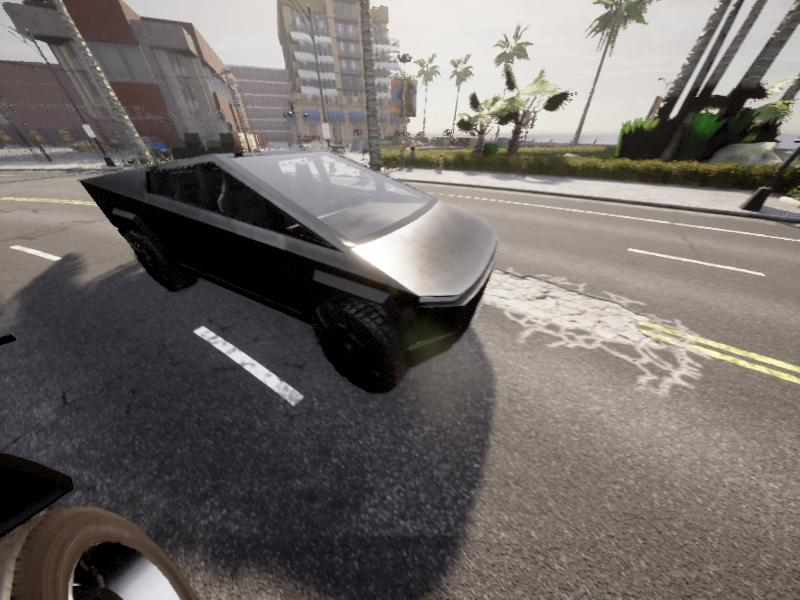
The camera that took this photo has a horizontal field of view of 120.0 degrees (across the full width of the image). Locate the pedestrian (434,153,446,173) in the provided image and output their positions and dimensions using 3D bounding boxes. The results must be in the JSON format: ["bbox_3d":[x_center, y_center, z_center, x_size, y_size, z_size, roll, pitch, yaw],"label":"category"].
[{"bbox_3d":[2.718,-9.271,15.673,0.500,1.100,0.500,21,40,27],"label":"pedestrian"}]

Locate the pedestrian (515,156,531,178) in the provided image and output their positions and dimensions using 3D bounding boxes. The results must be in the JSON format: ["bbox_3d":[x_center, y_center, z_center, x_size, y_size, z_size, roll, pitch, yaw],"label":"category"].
[{"bbox_3d":[7.454,-8.050,13.976,0.500,1.100,0.500,20,40,26],"label":"pedestrian"}]

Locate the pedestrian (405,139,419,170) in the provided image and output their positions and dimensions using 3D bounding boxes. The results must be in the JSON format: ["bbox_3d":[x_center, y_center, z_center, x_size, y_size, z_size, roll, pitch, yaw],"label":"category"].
[{"bbox_3d":[0.869,-10.704,17.025,0.751,1.860,0.751,-13,38,-18],"label":"pedestrian"}]

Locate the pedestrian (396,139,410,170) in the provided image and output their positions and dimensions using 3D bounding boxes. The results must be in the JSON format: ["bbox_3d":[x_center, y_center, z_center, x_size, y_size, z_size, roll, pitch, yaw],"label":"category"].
[{"bbox_3d":[0.209,-10.800,17.157,0.751,1.860,0.751,22,41,27],"label":"pedestrian"}]

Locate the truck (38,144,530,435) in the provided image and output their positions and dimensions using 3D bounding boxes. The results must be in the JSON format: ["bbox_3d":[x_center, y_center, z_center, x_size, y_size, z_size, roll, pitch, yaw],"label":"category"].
[{"bbox_3d":[-1.849,-1.081,3.577,6.274,2.098,2.390,17,39,22],"label":"truck"}]

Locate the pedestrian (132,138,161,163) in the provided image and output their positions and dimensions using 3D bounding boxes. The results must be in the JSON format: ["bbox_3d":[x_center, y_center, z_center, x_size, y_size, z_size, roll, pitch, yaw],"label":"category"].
[{"bbox_3d":[-22.516,-13.262,20.524,0.751,1.860,0.751,-5,36,-8],"label":"pedestrian"}]
